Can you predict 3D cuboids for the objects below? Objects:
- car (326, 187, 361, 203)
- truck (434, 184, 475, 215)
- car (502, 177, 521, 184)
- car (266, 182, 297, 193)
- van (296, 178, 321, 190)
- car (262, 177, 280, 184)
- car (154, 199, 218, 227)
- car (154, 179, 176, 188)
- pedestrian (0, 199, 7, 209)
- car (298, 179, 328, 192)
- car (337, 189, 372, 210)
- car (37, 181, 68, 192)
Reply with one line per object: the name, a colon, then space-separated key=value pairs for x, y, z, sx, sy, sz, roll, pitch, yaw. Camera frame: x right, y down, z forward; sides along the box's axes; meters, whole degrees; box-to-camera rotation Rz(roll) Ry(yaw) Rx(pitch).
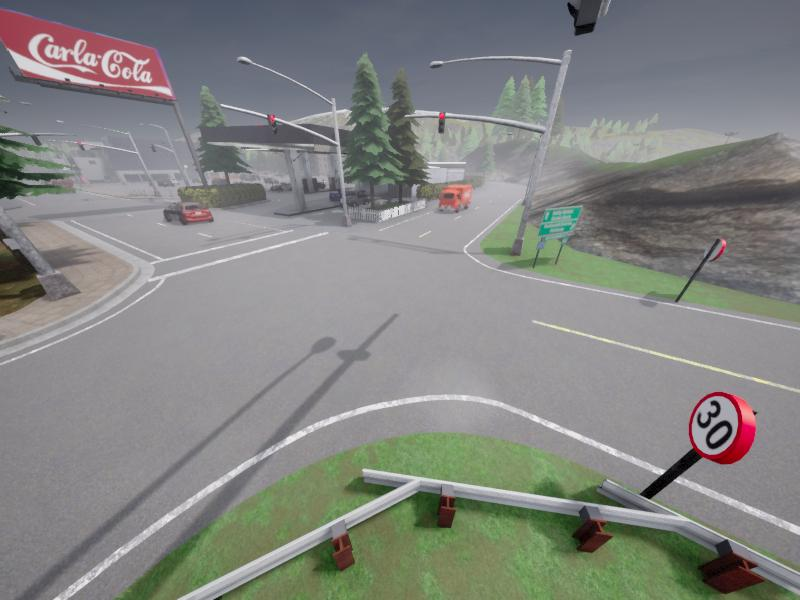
car: x=-8.082 y=-15.233 z=33.445 sx=2.242 sy=1.667 sz=4.611 roll=16 pitch=34 yaw=26
truck: x=6.061 y=-11.155 z=25.445 sx=2.627 sy=2.467 sz=5.204 roll=17 pitch=34 yaw=26
car: x=33.360 y=-36.057 z=69.404 sx=2.033 sy=1.649 sz=4.856 roll=-10 pitch=31 yaw=-17
car: x=-23.524 y=-22.541 z=46.109 sx=2.038 sy=1.542 sz=4.974 roll=16 pitch=34 yaw=26
van: x=-20.121 y=-25.650 z=50.984 sx=2.069 sy=2.038 sz=4.480 roll=16 pitch=34 yaw=26
car: x=-35.476 y=-32.774 z=63.464 sx=4.514 sy=1.523 sz=2.007 roll=16 pitch=34 yaw=26
car: x=-18.362 y=-7.600 z=19.872 sx=4.611 sy=1.667 sz=2.242 roll=16 pitch=32 yaw=26
car: x=-54.495 y=-27.084 z=53.607 sx=4.514 sy=1.523 sz=2.007 roll=16 pitch=34 yaw=26
pedestrian: x=-43.505 y=-10.758 z=24.635 sx=0.751 sy=1.860 sz=0.751 roll=11 pitch=32 yaw=18
car: x=-18.039 y=-23.970 z=48.071 sx=2.150 sy=2.045 sz=5.566 roll=16 pitch=34 yaw=26
car: x=-5.367 y=-12.080 z=27.650 sx=1.905 sy=1.878 sz=3.866 roll=16 pitch=34 yaw=26
car: x=-66.476 y=-21.721 z=44.165 sx=4.611 sy=1.667 sz=2.242 roll=16 pitch=34 yaw=26
